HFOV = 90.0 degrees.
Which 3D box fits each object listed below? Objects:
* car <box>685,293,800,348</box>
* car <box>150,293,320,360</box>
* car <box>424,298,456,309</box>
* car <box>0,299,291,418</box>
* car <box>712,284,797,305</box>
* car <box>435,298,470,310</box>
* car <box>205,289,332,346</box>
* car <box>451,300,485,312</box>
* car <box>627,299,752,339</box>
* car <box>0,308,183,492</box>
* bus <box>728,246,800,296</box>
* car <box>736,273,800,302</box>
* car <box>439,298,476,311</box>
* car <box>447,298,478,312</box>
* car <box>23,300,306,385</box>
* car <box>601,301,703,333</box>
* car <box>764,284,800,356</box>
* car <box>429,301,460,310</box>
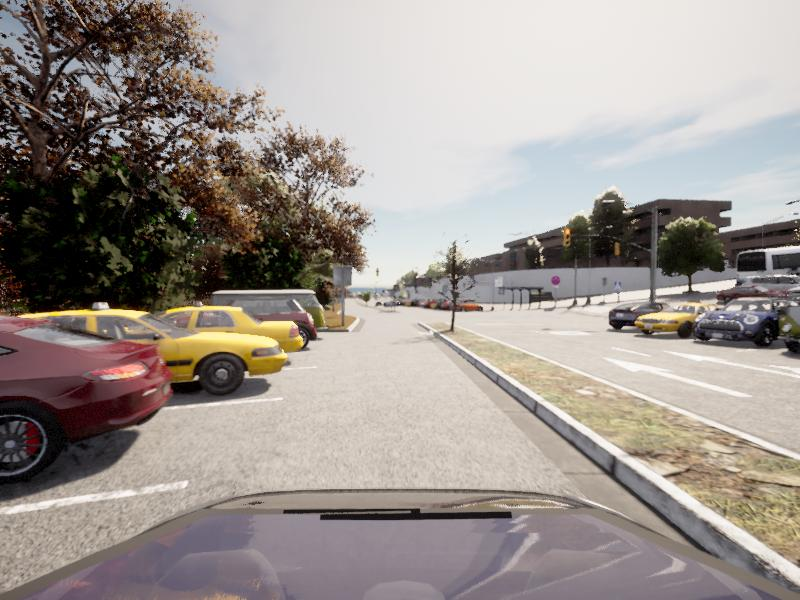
[{"bbox_3d":[13.213,0.679,14.854,4.553,1.767,2.185,1,0,-22],"label":"car"},{"bbox_3d":[-5.033,0.699,12.667,4.553,1.767,2.185,-1,0,-22],"label":"car"},{"bbox_3d":[7.677,0.684,76.498,5.566,2.045,2.435,1,0,-28],"label":"car"},{"bbox_3d":[-4.731,0.821,6.808,5.366,1.575,1.946,-1,0,-21],"label":"car"},{"bbox_3d":[28.394,-0.459,32.216,2.002,1.452,4.674,-6,4,-27],"label":"car"},{"bbox_3d":[8.904,0.704,67.569,5.566,2.045,2.435,1,0,-28],"label":"car"},{"bbox_3d":[-5.068,0.597,15.661,4.442,1.987,1.878,-1,0,-22],"label":"car"},{"bbox_3d":[10.004,0.850,58.584,4.553,1.767,2.185,1,0,-27],"label":"car"},{"bbox_3d":[12.894,0.797,17.790,5.366,1.575,1.946,1,0,-23],"label":"car"},{"bbox_3d":[-4.842,0.868,3.775,4.674,1.452,2.002,-1,0,-21],"label":"car"},{"bbox_3d":[38.351,-3.055,38.907,10.273,4.253,3.944,-6,3,-8],"label":"bus"},{"bbox_3d":[31.366,-1.034,32.573,2.435,2.045,5.566,-6,4,-27],"label":"car"},{"bbox_3d":[9.255,0.710,64.552,5.566,2.045,2.435,1,0,-28],"label":"car"},{"bbox_3d":[9.564,0.742,61.529,4.442,1.987,1.878,1,0,-27],"label":"car"},{"bbox_3d":[-5.146,0.826,9.629,5.366,1.575,1.946,-1,0,-21],"label":"car"},{"bbox_3d":[13.116,0.835,20.843,4.792,1.488,2.163,1,0,-23],"label":"car"},{"bbox_3d":[13.176,0.580,11.778,4.442,1.987,1.878,1,0,-22],"label":"car"},{"bbox_3d":[8.227,0.940,73.597,5.366,1.575,1.946,1,0,-28],"label":"car"}]
